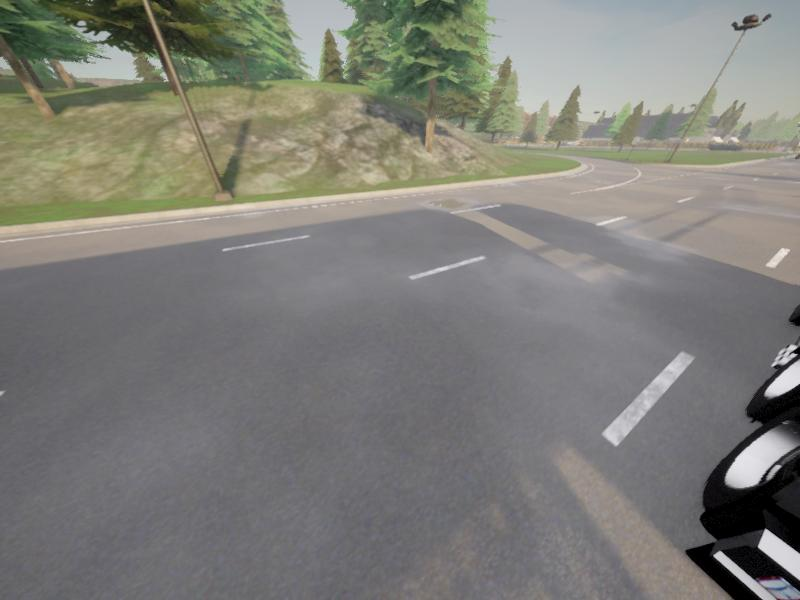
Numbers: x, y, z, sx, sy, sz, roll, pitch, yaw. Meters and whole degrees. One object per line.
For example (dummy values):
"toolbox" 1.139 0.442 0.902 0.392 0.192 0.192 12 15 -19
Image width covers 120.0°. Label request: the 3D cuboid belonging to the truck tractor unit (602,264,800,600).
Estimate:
"truck tractor unit" 5.115 -0.296 0.783 6.516 4.208 3.053 -18 39 -24
